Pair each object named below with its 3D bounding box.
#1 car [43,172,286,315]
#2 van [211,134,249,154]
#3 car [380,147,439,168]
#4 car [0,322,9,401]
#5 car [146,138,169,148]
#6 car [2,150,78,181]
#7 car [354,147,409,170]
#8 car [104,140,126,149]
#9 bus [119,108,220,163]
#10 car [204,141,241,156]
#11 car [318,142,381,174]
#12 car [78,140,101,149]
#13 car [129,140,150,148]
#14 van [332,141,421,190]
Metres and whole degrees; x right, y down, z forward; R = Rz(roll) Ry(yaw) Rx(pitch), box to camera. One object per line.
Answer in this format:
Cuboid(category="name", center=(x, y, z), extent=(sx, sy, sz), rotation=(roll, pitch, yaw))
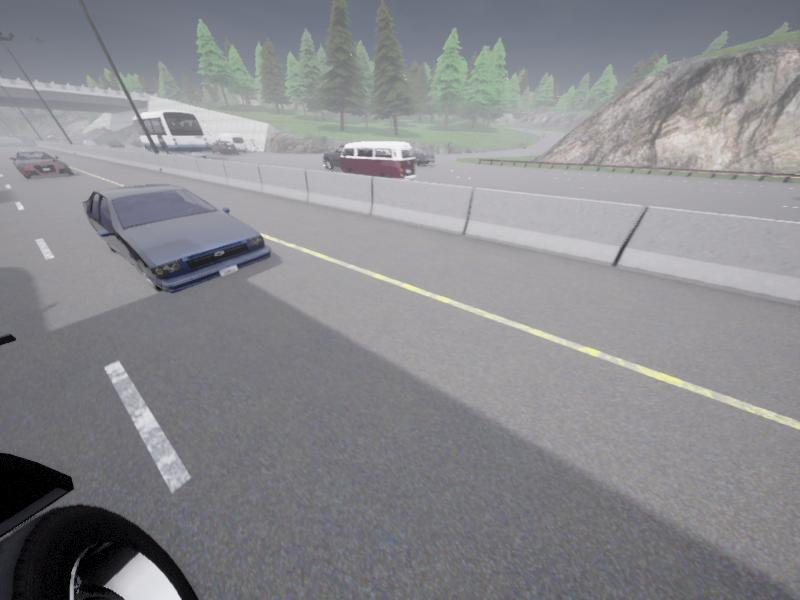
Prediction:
Cuboid(category="car", center=(-5.216, -1.697, 5.057), extent=(5.357, 1.411, 2.033), rotation=(21, 40, 27))
Cuboid(category="van", center=(-27.759, -25.610, 37.760), extent=(5.915, 2.561, 1.988), rotation=(22, 40, 27))
Cuboid(category="car", center=(0.809, -13.934, 22.449), extent=(5.357, 1.411, 2.033), rotation=(21, 40, 27))
Cuboid(category="car", center=(-6.705, 0.045, 2.373), extent=(4.856, 1.649, 2.033), rotation=(21, 40, 27))
Cuboid(category="car", center=(-56.094, -36.453, 53.455), extent=(4.605, 1.855, 1.932), rotation=(21, 40, 27))
Cuboid(category="car", center=(-23.456, -8.844, 15.051), extent=(4.181, 1.385, 1.994), rotation=(21, 40, 27))
Cuboid(category="car", center=(-1.649, -12.480, 20.324), extent=(4.674, 1.442, 1.812), rotation=(21, 40, 27))
Cuboid(category="car", center=(-60.996, -33.343, 49.358), extent=(4.193, 1.474, 1.816), rotation=(21, 40, 27))
Cuboid(category="bus", center=(-25.526, -18.050, 25.581), extent=(10.273, 4.253, 3.944), rotation=(22, 40, 27))
Cuboid(category="car", center=(-25.676, -22.001, 33.416), extent=(4.611, 1.667, 2.242), rotation=(21, 40, 27))
Cuboid(category="car", center=(-3.926, -11.125, 18.007), extent=(4.605, 1.855, 1.932), rotation=(21, 40, 27))
Cuboid(category="car", center=(-63.671, -31.945, 47.381), extent=(4.674, 1.442, 1.812), rotation=(21, 40, 27))
Cuboid(category="car", center=(-57.319, -34.335, 50.794), extent=(4.193, 1.474, 1.816), rotation=(21, 40, 27))
Cuboid(category="van", center=(-1.315, -7.733, 13.082), extent=(4.480, 2.038, 2.069), rotation=(21, 40, 27))
